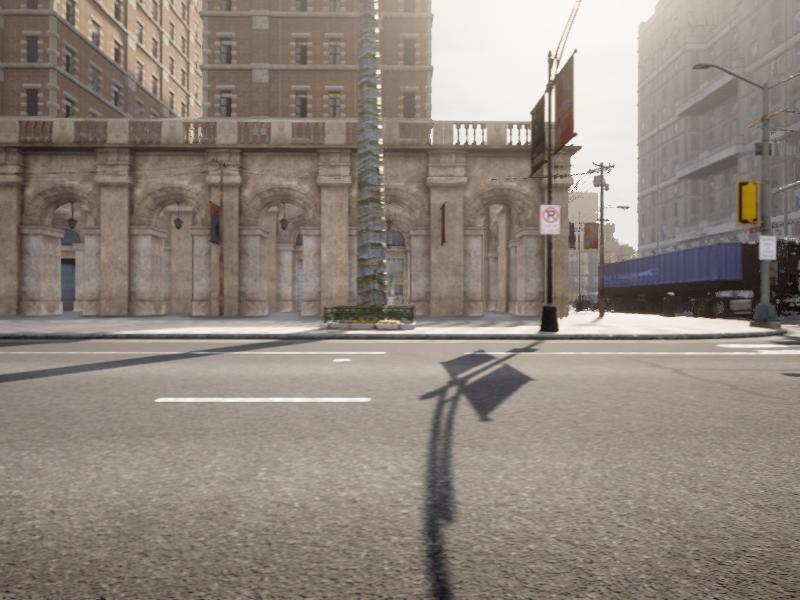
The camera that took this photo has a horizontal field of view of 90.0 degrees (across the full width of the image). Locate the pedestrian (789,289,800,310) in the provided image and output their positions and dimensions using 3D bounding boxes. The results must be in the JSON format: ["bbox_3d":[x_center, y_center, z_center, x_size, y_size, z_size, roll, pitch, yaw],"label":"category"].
[{"bbox_3d":[35.876,-0.069,36.097,0.751,1.860,0.751,0,0,7],"label":"pedestrian"}]

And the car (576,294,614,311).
[{"bbox_3d":[18.527,0.250,38.115,1.845,1.501,3.633,0,0,0],"label":"car"}]

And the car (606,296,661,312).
[{"bbox_3d":[22.004,0.322,37.968,2.033,1.411,5.357,0,0,0],"label":"car"}]

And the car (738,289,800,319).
[{"bbox_3d":[22.083,0.228,22.406,1.801,1.575,5.366,0,0,0],"label":"car"}]

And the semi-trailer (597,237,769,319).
[{"bbox_3d":[18.894,-1.195,28.843,2.717,4.402,14.254,0,0,2],"label":"semi-trailer"}]

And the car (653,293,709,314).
[{"bbox_3d":[22.056,0.255,31.588,1.845,1.501,3.633,0,0,0],"label":"car"}]

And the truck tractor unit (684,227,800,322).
[{"bbox_3d":[18.650,-1.098,20.932,3.053,4.208,6.516,0,0,1],"label":"truck tractor unit"}]
